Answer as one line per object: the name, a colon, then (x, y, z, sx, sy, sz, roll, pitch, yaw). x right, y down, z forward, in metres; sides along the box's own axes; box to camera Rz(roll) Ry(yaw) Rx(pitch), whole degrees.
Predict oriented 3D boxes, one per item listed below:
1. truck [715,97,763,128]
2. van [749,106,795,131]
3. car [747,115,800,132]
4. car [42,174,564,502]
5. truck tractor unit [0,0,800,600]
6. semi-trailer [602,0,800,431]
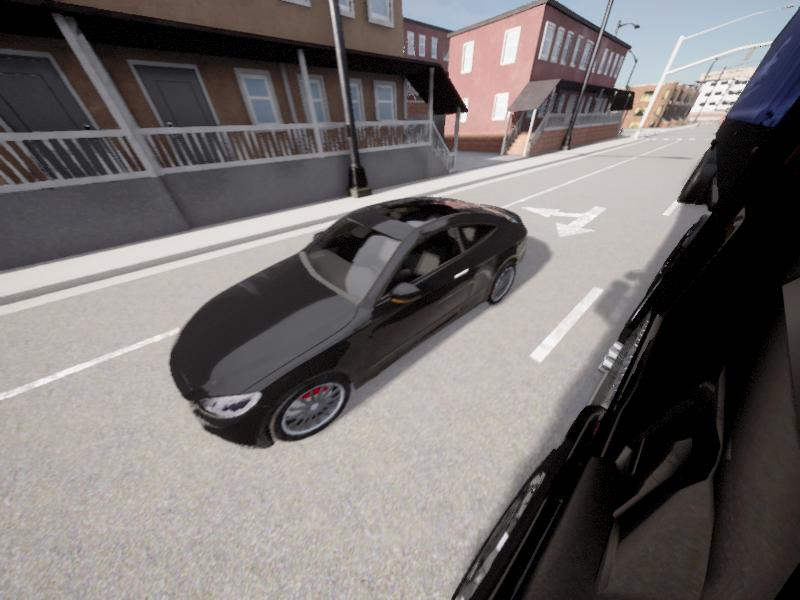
truck: (58.477, -32.226, 39.850, 8.468, 3.827, 2.891, -28, 43, -30)
van: (51.361, -25.183, 32.043, 6.366, 2.431, 2.351, -28, 43, -30)
car: (47.793, -21.925, 28.662, 4.974, 1.542, 2.038, 3, 37, 9)
car: (-0.093, -0.415, 3.019, 4.674, 1.442, 1.812, -28, 43, -29)
truck tractor unit: (2.645, -0.295, 0.352, 6.516, 4.208, 3.053, -28, 44, -30)
semi-trailer: (8.479, -3.745, 4.432, 14.254, 4.402, 2.717, -31, 45, -32)
